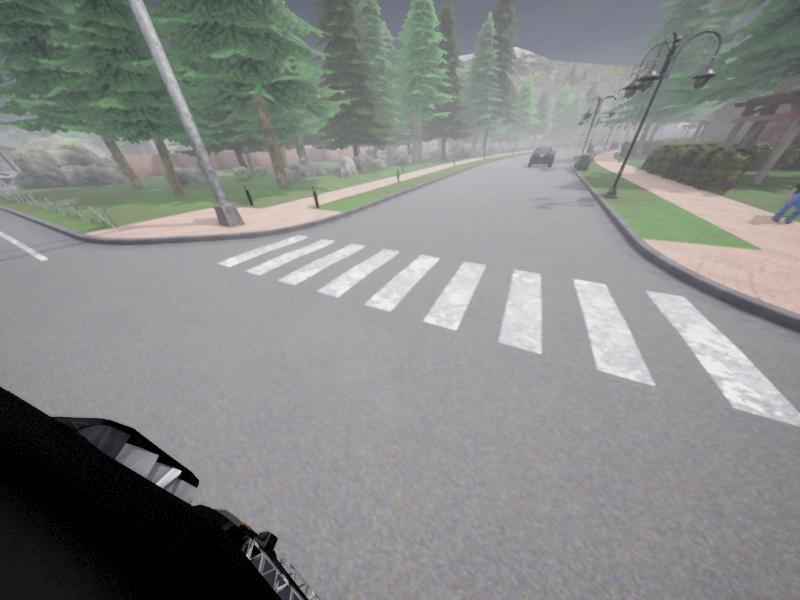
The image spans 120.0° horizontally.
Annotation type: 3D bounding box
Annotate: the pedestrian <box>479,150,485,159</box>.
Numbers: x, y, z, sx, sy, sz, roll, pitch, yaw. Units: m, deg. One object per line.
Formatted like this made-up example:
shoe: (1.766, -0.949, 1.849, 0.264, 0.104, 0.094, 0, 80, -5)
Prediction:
pedestrian: (12.350, -21.919, 34.720, 0.500, 1.100, 0.500, 17, 38, 26)

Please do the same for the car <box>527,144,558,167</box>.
car: (15.021, -15.175, 24.193, 2.097, 1.767, 4.553, 17, 38, 26)

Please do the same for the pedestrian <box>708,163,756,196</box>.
pedestrian: (12.867, -4.684, 8.989, 0.500, 1.100, 0.500, 14, 37, 23)

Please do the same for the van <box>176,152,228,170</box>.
van: (-36.026, -25.540, 42.308, 2.351, 2.431, 6.366, 14, 37, 23)

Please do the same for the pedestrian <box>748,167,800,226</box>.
pedestrian: (10.427, -2.699, 6.023, 0.751, 1.300, 0.751, 12, 36, 20)

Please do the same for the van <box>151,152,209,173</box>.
van: (-35.173, -22.246, 37.250, 1.988, 2.561, 5.915, 14, 37, 23)

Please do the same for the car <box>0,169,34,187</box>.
car: (-46.144, -13.781, 26.233, 2.007, 1.525, 4.514, 14, 37, 23)

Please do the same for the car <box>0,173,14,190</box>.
car: (-40.685, -10.851, 21.054, 2.150, 2.045, 5.566, -11, 35, -10)
